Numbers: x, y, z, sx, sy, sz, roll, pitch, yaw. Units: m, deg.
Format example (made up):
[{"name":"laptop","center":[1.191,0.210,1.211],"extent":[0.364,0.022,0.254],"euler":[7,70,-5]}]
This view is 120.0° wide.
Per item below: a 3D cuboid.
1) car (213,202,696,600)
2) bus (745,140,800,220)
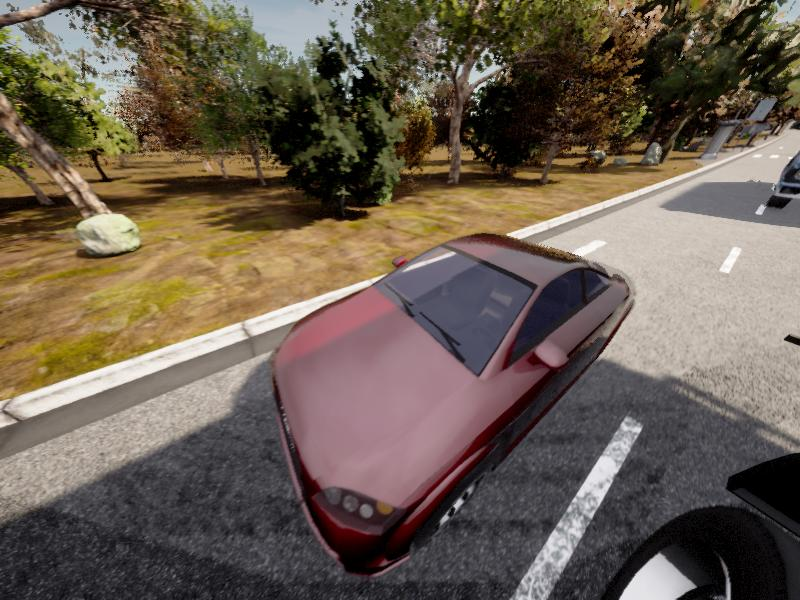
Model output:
[{"name":"car","center":[0.823,0.143,2.513],"extent":[4.181,1.385,1.994],"euler":[-22,41,-28]},{"name":"bus","center":[17.637,-5.708,8.125],"extent":[10.273,4.253,3.944],"euler":[-23,41,-28]}]
